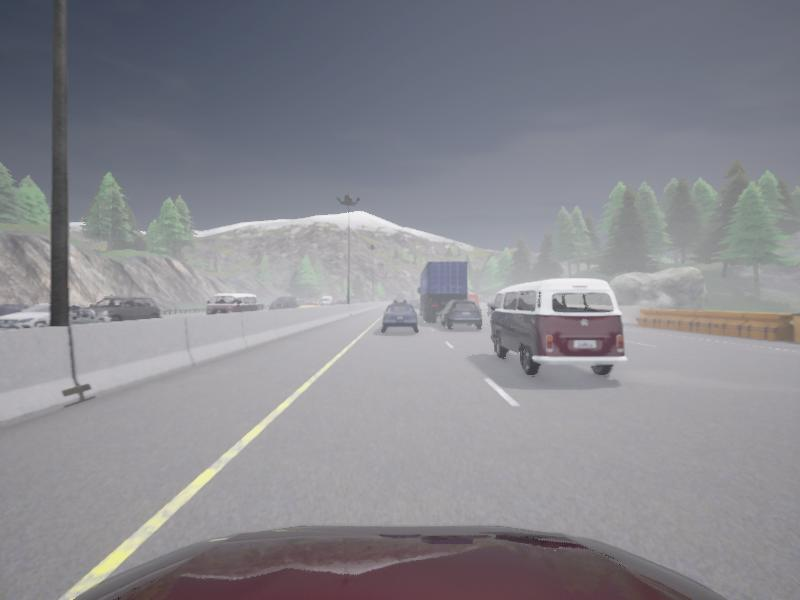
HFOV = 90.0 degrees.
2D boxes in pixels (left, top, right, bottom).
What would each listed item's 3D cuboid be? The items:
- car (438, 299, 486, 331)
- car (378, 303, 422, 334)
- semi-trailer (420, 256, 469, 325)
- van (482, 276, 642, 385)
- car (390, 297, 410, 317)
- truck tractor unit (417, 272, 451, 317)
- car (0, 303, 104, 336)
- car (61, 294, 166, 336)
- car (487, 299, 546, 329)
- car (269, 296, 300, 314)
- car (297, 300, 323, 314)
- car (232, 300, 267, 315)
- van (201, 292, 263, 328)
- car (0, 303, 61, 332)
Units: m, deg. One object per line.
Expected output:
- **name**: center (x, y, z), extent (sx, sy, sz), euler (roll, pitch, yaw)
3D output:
- **car**: center (3.486, 0.783, 23.323), extent (2.033, 1.649, 4.856), euler (0, 0, 0)
- **car**: center (0.004, 0.900, 21.491), extent (2.033, 1.411, 5.357), euler (0, 0, 0)
- **semi-trailer**: center (3.201, -0.609, 32.807), extent (2.717, 4.402, 14.254), euler (0, 0, 1)
- **van**: center (3.502, 0.574, 9.729), extent (2.069, 2.038, 4.480), euler (0, 0, 0)
- **car**: center (0.007, 0.663, 40.107), extent (1.932, 1.855, 4.605), euler (0, 0, 0)
- **truck tractor unit**: center (3.345, -0.513, 40.717), extent (3.053, 4.208, 6.516), euler (0, 0, 2)
- **car**: center (-17.490, 0.874, 20.075), extent (1.812, 1.442, 4.674), euler (0, 0, 0)
- **car**: center (-14.001, 0.658, 19.966), extent (1.932, 1.855, 4.605), euler (0, 0, 0)
- **car**: center (7.002, 0.786, 24.715), extent (2.152, 1.651, 5.027), euler (0, 0, 0)
- **car**: center (-13.997, 0.579, 48.775), extent (2.150, 2.045, 5.566), euler (0, 0, 0)
- **car**: center (-10.496, 0.812, 46.916), extent (1.801, 1.575, 5.366), euler (0, 0, 0)
- **car**: center (-17.496, 0.792, 46.813), extent (2.152, 1.651, 5.027), euler (0, 0, 0)
- **van**: center (-10.499, 0.577, 25.438), extent (2.069, 2.038, 4.480), euler (0, 0, 0)
- **car**: center (-20.999, 0.900, 20.905), extent (2.033, 1.411, 5.357), euler (0, 0, 0)
